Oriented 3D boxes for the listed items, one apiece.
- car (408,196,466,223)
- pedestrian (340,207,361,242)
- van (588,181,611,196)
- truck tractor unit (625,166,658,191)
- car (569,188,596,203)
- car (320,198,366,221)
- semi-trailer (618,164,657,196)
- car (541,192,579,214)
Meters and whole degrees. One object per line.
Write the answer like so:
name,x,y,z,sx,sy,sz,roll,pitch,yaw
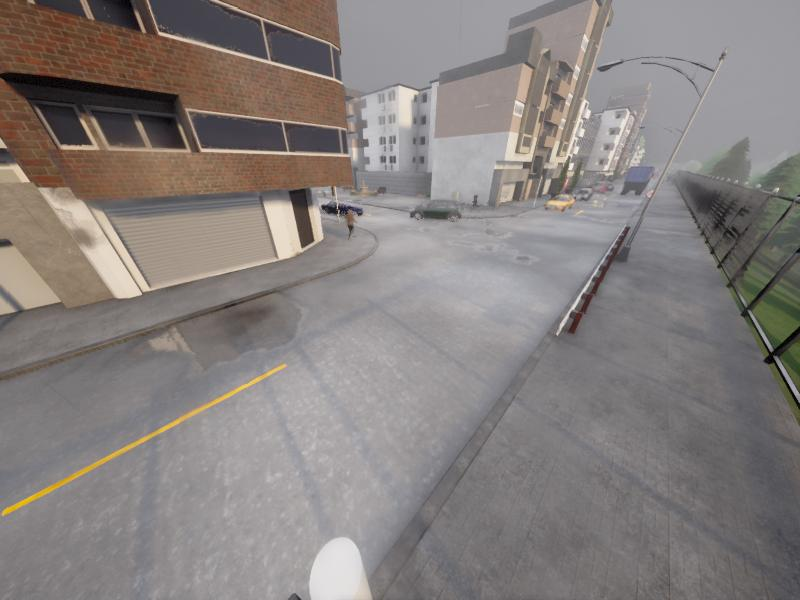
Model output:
car,3.235,-7.989,20.257,4.553,1.767,2.097,9,31,15
pedestrian,-2.976,-4.595,14.039,0.751,1.860,0.751,13,33,22
van,33.463,-18.804,38.799,1.775,1.987,4.442,27,39,38
truck tractor unit,48.173,-24.305,46.086,3.053,4.208,6.516,26,39,38
car,25.026,-14.366,31.621,3.806,1.475,1.970,-27,39,-38
car,-5.499,-8.739,22.055,4.718,1.301,1.895,27,39,38
semi-trailer,42.581,-21.588,41.181,2.717,4.402,14.254,27,39,38
car,17.410,-10.605,25.002,5.366,1.575,1.801,-27,39,-38
